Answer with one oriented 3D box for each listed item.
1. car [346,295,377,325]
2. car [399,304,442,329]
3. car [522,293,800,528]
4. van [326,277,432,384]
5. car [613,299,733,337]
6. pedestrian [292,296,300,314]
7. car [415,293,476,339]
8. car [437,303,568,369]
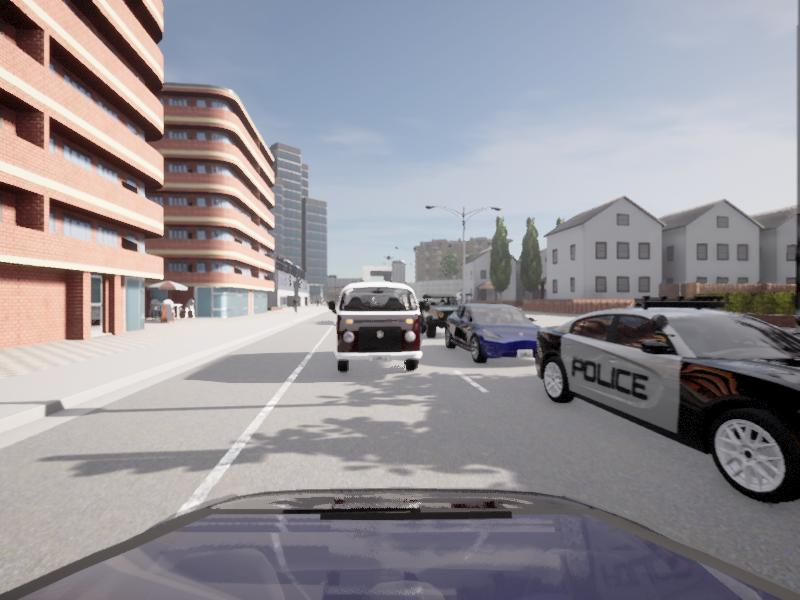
[{"bbox_3d":[-2.656,0.667,27.118,1.932,1.855,4.605,0,-1,-7],"label":"car"},{"bbox_3d":[1.134,0.953,24.826,1.895,1.301,4.718,0,0,-7],"label":"car"},{"bbox_3d":[3.510,0.772,4.820,1.930,1.638,5.238,0,0,-7],"label":"car"},{"bbox_3d":[-0.650,0.575,9.966,2.069,2.038,4.480,0,0,-7],"label":"van"},{"bbox_3d":[13.281,0.783,19.973,2.152,1.651,5.027,0,0,-7],"label":"car"},{"bbox_3d":[-10.973,0.505,42.110,0.751,1.860,0.751,0,0,-9],"label":"pedestrian"},{"bbox_3d":[1.918,0.653,18.122,1.905,1.878,3.866,0,0,-7],"label":"car"},{"bbox_3d":[2.661,0.855,11.789,2.163,1.488,4.792,0,0,-7],"label":"car"}]
